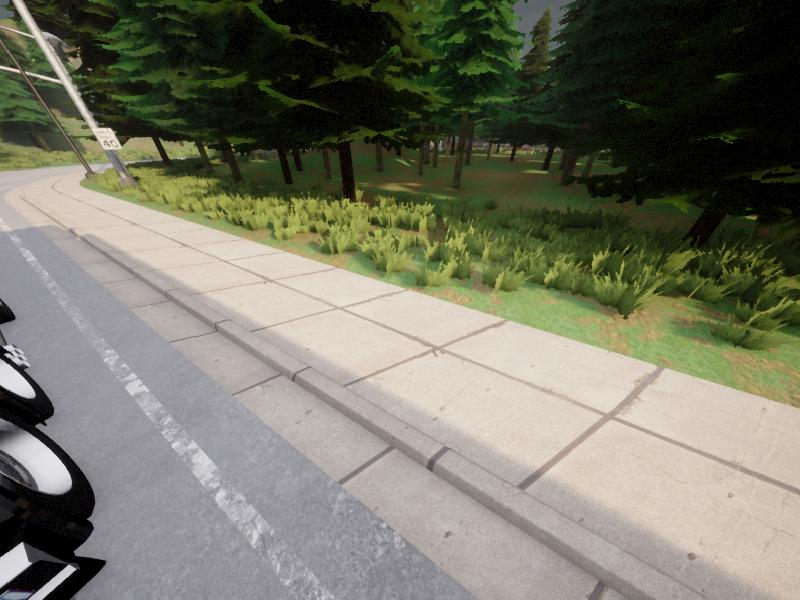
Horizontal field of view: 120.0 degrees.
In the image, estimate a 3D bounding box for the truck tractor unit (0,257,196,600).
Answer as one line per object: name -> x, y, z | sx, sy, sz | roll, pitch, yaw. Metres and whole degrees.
truck tractor unit -> -5.099, -0.312, 0.797 | 6.516, 4.208, 3.053 | 19, 39, 25
